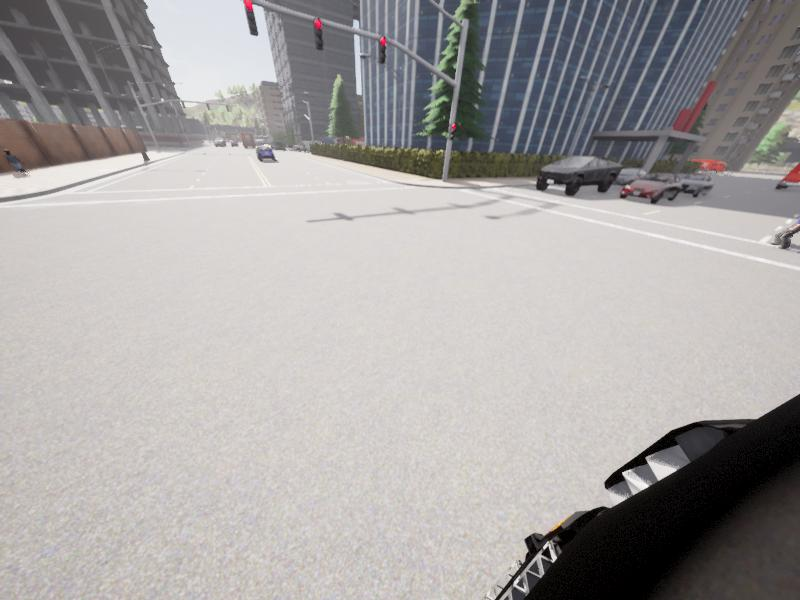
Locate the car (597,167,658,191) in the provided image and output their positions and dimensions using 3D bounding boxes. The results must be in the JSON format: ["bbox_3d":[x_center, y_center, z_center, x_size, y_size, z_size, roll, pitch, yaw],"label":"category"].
[{"bbox_3d":[18.806,-10.067,19.074,4.674,1.442,1.812,-16,38,-26],"label":"car"}]

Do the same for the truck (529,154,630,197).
[{"bbox_3d":[12.017,-8.392,15.468,6.274,2.098,2.390,-16,38,-26],"label":"truck"}]

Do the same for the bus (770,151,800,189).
[{"bbox_3d":[49.692,-15.659,27.216,10.273,4.253,3.944,-16,38,-26],"label":"bus"}]

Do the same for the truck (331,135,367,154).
[{"bbox_3d":[-13.113,-40.329,60.068,8.468,3.827,2.891,-16,38,-26],"label":"truck"}]

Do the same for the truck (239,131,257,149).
[{"bbox_3d":[-43.197,-45.452,65.529,2.891,3.827,8.468,-16,38,-26],"label":"truck"}]

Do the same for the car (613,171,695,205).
[{"bbox_3d":[15.308,-6.837,13.941,4.193,1.474,1.816,-16,38,-26],"label":"car"}]

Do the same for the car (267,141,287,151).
[{"bbox_3d":[-30.588,-38.277,57.466,3.866,1.878,1.905,14,35,16],"label":"car"}]

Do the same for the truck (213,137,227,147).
[{"bbox_3d":[-52.333,-46.008,67.248,2.390,2.098,6.274,-16,38,-26],"label":"truck"}]

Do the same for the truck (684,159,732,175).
[{"bbox_3d":[64.567,-28.023,48.575,2.627,2.467,5.204,-16,38,-26],"label":"truck"}]

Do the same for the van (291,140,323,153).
[{"bbox_3d":[-22.335,-37.052,55.727,6.366,2.431,2.351,-17,38,-26],"label":"van"}]

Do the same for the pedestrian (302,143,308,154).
[{"bbox_3d":[-19.575,-31.082,47.450,0.751,1.860,0.751,-12,36,-20],"label":"pedestrian"}]

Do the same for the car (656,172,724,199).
[{"bbox_3d":[21.358,-8.532,17.027,4.181,1.385,1.994,-17,38,-27],"label":"car"}]

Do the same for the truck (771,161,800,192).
[{"bbox_3d":[41.418,-12.484,23.442,5.204,2.467,2.627,-16,38,-26],"label":"truck"}]

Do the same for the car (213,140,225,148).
[{"bbox_3d":[-47.905,-41.318,61.164,2.033,1.411,5.357,-16,38,-26],"label":"car"}]

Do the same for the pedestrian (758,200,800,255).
[{"bbox_3d":[11.655,-2.134,6.728,0.751,1.300,0.751,-18,39,-28],"label":"pedestrian"}]

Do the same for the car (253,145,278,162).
[{"bbox_3d":[-16.951,-18.445,29.025,2.007,1.525,4.514,-16,38,-26],"label":"car"}]

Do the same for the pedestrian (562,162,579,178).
[{"bbox_3d":[17.555,-13.378,23.761,0.751,1.300,0.751,-15,38,-25],"label":"pedestrian"}]

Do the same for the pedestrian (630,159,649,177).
[{"bbox_3d":[30.071,-16.628,29.058,0.751,1.860,0.751,-17,38,-27],"label":"pedestrian"}]

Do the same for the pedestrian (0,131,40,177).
[{"bbox_3d":[-18.870,-7.026,11.129,0.751,1.860,0.751,-19,40,-29],"label":"pedestrian"}]
